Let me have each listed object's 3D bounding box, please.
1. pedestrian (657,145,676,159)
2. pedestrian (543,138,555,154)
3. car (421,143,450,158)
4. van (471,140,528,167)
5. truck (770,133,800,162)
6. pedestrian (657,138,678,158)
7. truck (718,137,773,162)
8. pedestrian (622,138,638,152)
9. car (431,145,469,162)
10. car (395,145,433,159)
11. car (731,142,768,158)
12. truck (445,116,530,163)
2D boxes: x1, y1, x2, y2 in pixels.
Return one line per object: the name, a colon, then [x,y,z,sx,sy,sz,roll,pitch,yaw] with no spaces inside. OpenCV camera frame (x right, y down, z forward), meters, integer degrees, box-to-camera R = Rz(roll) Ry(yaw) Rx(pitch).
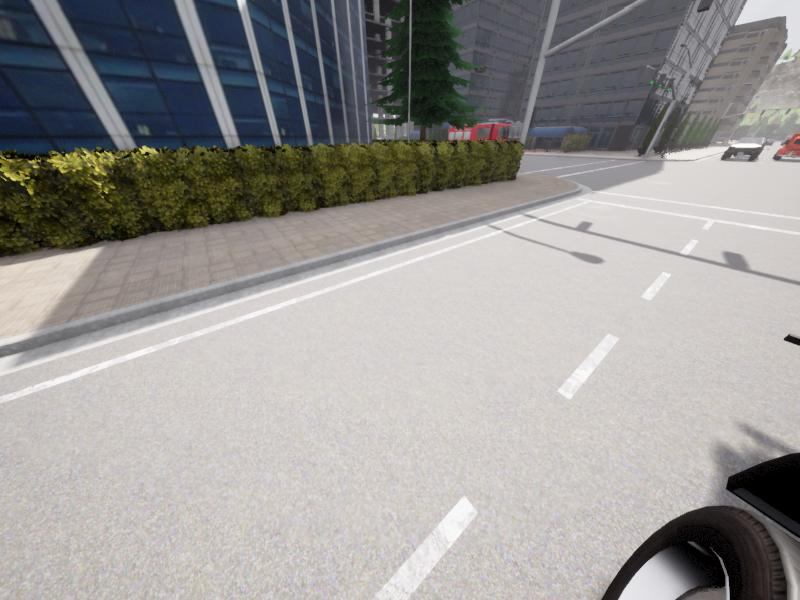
pedestrian: [29.179,-16.227,25.302,0.751,1.300,0.751,21,40,27]
pedestrian: [22.191,-22.957,34.417,0.751,1.860,0.751,-26,42,-31]
car: [4.915,-20.806,32.078,1.845,1.501,3.633,-24,41,-29]
van: [9.430,-14.206,22.284,1.775,1.987,4.442,-24,41,-29]
truck: [43.352,-16.564,24.971,5.204,2.467,2.627,-23,41,-29]
pedestrian: [30.107,-17.071,26.008,0.751,1.860,0.751,-27,43,-33]
truck: [38.900,-17.020,25.973,6.274,2.098,2.390,-23,41,-29]
pedestrian: [36.324,-24.510,36.498,0.751,1.860,0.751,-3,35,-3]
car: [5.642,-16.882,26.551,1.970,1.475,3.806,-23,41,-29]
car: [1.755,-19.804,30.797,2.033,1.411,5.357,-24,41,-29]
car: [45.239,-19.482,29.873,5.366,1.575,1.801,-23,41,-29]
truck: [9.459,-18.276,26.464,2.891,3.827,8.468,-24,41,-29]
